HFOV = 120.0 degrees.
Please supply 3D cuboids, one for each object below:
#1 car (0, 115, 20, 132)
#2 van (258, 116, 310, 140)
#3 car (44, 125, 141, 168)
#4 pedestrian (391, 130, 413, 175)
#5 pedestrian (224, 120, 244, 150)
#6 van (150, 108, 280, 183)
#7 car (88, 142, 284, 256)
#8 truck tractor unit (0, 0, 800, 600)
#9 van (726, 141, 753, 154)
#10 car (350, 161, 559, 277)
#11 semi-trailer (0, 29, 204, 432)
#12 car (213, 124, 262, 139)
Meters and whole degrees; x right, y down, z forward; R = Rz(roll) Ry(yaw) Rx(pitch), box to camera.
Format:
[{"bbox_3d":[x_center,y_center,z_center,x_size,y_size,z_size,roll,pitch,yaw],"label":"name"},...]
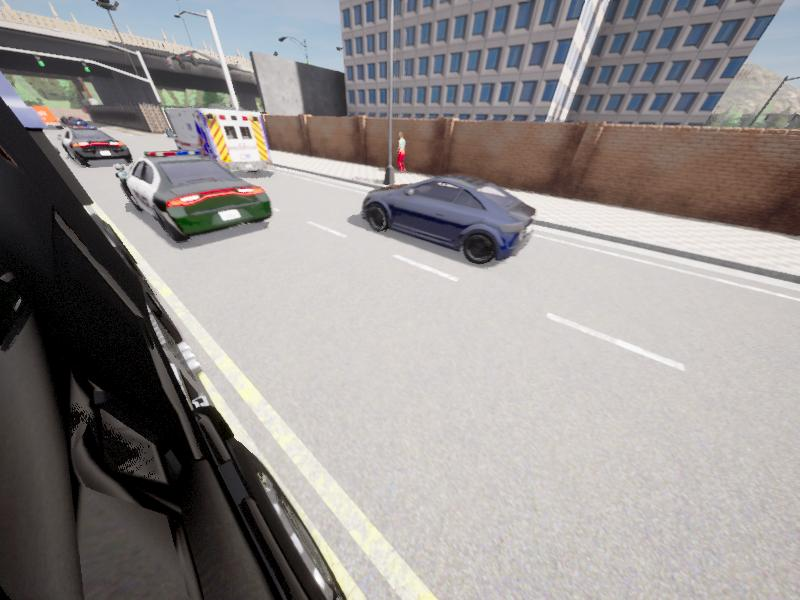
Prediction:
[{"bbox_3d":[-45.282,-20.015,26.141,4.674,1.442,1.812,26,43,28],"label":"car"},{"bbox_3d":[-16.022,-24.120,32.489,1.988,2.561,5.915,27,43,28],"label":"van"},{"bbox_3d":[-16.505,-8.338,12.394,4.974,1.542,2.038,25,42,27],"label":"car"},{"bbox_3d":[0.085,-7.642,11.976,0.751,1.860,0.751,27,43,29],"label":"pedestrian"},{"bbox_3d":[-13.135,-13.034,18.294,0.751,1.860,0.751,-19,42,-26],"label":"pedestrian"},{"bbox_3d":[-9.031,-7.707,11.295,6.366,2.431,2.351,27,43,28],"label":"van"},{"bbox_3d":[-5.483,-2.910,5.891,4.974,1.542,2.038,26,43,28],"label":"car"},{"bbox_3d":[-2.645,-0.295,0.351,6.516,4.208,3.053,28,44,30],"label":"truck tractor unit"},{"bbox_3d":[91.065,-41.107,62.061,1.988,2.561,5.915,27,43,29],"label":"van"},{"bbox_3d":[1.038,-2.258,5.580,4.181,1.385,1.994,27,43,28],"label":"car"},{"bbox_3d":[-8.822,-3.525,4.091,14.254,4.402,2.717,27,43,28],"label":"semi-trailer"},{"bbox_3d":[-21.868,-22.832,31.266,1.837,1.490,4.892,27,44,29],"label":"car"}]
